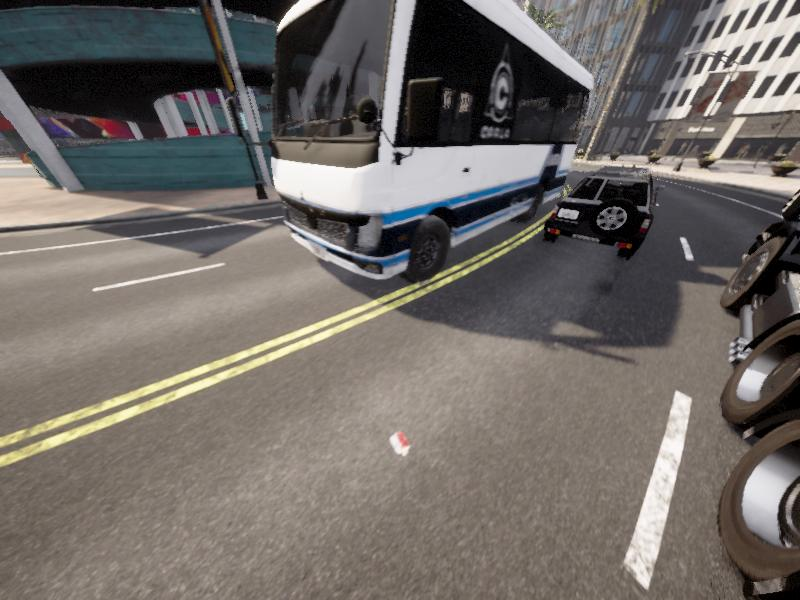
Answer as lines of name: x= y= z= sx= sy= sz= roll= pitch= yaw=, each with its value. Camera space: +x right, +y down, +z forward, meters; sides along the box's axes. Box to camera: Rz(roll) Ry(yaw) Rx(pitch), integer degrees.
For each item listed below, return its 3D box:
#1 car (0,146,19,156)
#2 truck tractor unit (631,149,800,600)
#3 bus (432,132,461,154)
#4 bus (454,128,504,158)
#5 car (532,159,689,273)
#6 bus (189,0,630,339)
car: x=-79.562 y=-29.559 z=45.852 sx=1.845 sy=1.501 sz=3.633 roll=-5 pitch=35 yaw=-7
truck tractor unit: x=4.902 y=-0.463 z=1.040 sx=6.516 sy=4.208 sz=3.053 roll=-26 pitch=42 yaw=-32
bus: x=11.556 y=-39.984 z=58.842 sx=3.944 sy=4.253 sz=10.273 roll=-5 pitch=35 yaw=-7
bus: x=14.566 y=-29.911 z=44.123 sx=3.944 sy=4.253 sz=10.273 roll=-8 pitch=35 yaw=-11
car: x=5.742 y=-2.665 z=6.348 sx=1.932 sy=1.855 sz=4.605 roll=28 pitch=43 yaw=34
bus: x=1.968 y=-4.052 z=6.273 sx=3.944 sy=4.253 sz=10.273 roll=29 pitch=44 yaw=35
